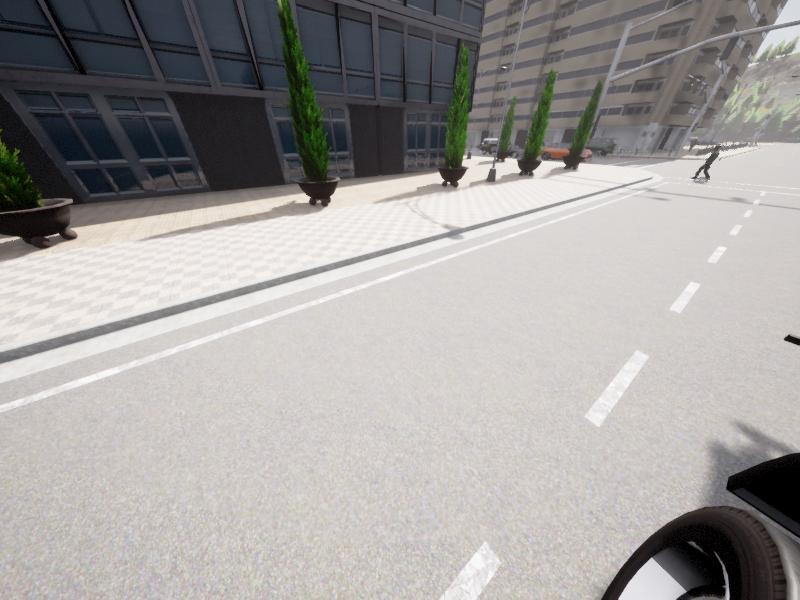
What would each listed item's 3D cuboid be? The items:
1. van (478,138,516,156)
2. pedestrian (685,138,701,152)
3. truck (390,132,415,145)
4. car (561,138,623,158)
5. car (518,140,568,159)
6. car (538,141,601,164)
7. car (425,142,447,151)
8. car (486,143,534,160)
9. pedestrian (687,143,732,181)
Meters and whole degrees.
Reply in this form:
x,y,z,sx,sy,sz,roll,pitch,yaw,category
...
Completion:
x,y,z,sx,sy,sz,roll,pitch,yaw,category
13.880,-22.156,33.403,2.069,2.038,4.480,-22,40,-28,van
45.072,-23.830,35.506,0.751,1.860,0.751,-29,44,-34,pedestrian
0.867,-56.260,80.450,8.468,3.827,2.891,-22,41,-28,truck
24.963,-20.032,30.309,2.150,2.045,5.566,-22,41,-28,car
17.729,-18.882,28.869,1.932,1.855,4.605,-22,40,-28,car
17.503,-15.465,24.094,2.097,1.767,4.553,-21,40,-27,car
7.180,-31.047,46.591,1.812,1.442,4.674,-22,41,-28,car
13.575,-18.639,28.873,2.128,1.511,4.902,-22,40,-27,car
18.194,-8.113,13.625,0.751,1.860,0.751,-21,40,-27,pedestrian
